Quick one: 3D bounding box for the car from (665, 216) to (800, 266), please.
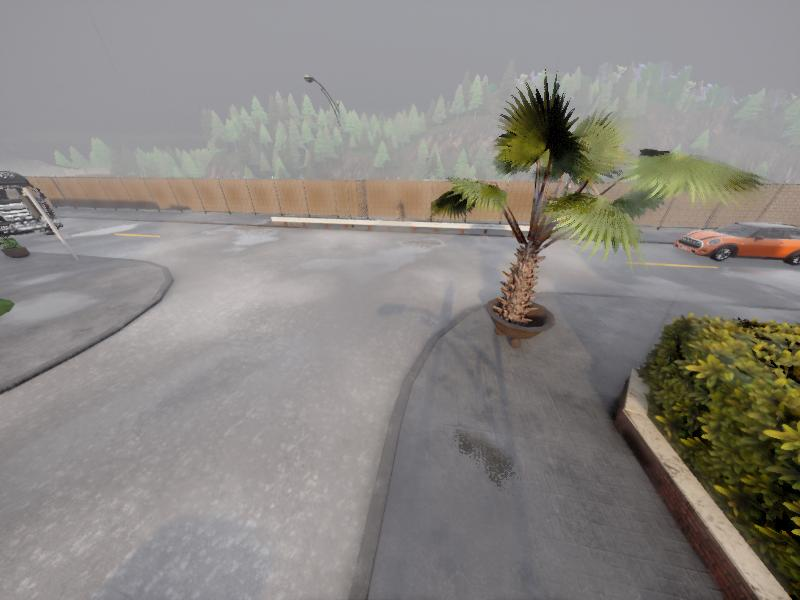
[{"bbox_3d":[17.471,-3.080,11.753,4.553,1.767,2.097,5,30,9],"label":"car"}]

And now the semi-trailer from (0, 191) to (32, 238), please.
[{"bbox_3d":[-33.675,-6.703,15.405,14.254,4.402,2.717,5,30,9],"label":"semi-trailer"}]

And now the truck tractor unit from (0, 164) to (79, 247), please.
[{"bbox_3d":[-25.879,-5.929,14.275,6.516,4.208,3.053,5,30,9],"label":"truck tractor unit"}]

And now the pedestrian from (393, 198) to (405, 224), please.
[{"bbox_3d":[-0.077,-7.081,18.361,0.751,1.860,0.751,6,30,10],"label":"pedestrian"}]
